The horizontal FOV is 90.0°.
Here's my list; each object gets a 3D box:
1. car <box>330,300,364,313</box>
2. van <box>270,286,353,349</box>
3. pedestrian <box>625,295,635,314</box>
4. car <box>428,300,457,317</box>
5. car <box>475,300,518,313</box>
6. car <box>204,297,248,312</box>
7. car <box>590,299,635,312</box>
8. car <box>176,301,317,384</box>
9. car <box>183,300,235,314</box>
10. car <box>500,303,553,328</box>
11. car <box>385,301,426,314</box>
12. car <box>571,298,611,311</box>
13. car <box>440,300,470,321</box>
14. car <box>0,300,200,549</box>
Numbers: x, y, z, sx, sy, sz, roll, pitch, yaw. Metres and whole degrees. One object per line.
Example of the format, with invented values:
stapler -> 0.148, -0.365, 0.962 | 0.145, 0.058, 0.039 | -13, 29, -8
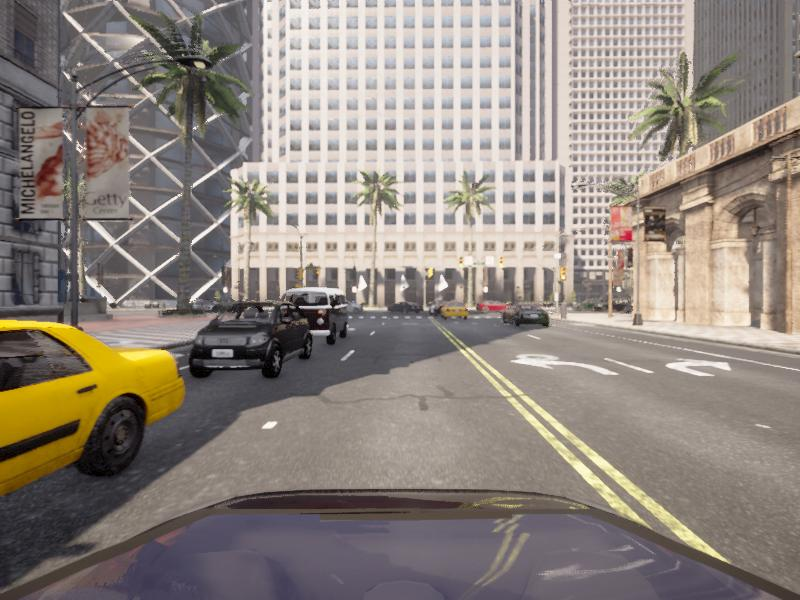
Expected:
car -> -6.060, 0.761, 45.830 | 3.633, 1.501, 1.845 | 0, 0, 1
van -> -3.136, 0.549, 15.191 | 2.069, 2.038, 4.480 | 0, 0, 1
pedestrian -> 22.028, 0.429, 38.342 | 0.751, 1.860, 0.751 | 0, 0, 33
car -> 4.100, 0.769, 39.619 | 2.038, 1.542, 4.974 | 0, 0, -4
car -> 11.723, 0.780, 48.849 | 4.792, 1.488, 2.163 | 0, 0, 1
car -> -21.427, 0.583, 49.499 | 4.605, 1.855, 1.932 | 0, 0, -2
car -> 27.497, 0.680, 51.896 | 4.611, 1.667, 2.242 | 0, 0, 1
car -> -3.276, 0.801, 9.372 | 1.789, 1.549, 3.705 | 0, 0, 2
car -> -21.906, 0.765, 45.986 | 4.974, 1.542, 2.038 | 0, 0, -4
car -> 7.621, 0.871, 24.562 | 1.994, 1.385, 4.181 | 0, 0, 1
car -> 0.584, 0.828, 46.589 | 2.033, 1.411, 5.357 | 0, 0, -34
car -> 26.417, 0.614, 55.427 | 4.553, 1.767, 2.097 | 0, 0, 2
car -> 4.313, 0.755, 32.201 | 1.801, 1.575, 5.366 | 0, 0, 1
car -> -3.446, 0.797, 2.338 | 1.801, 1.575, 5.366 | 0, 0, 1
